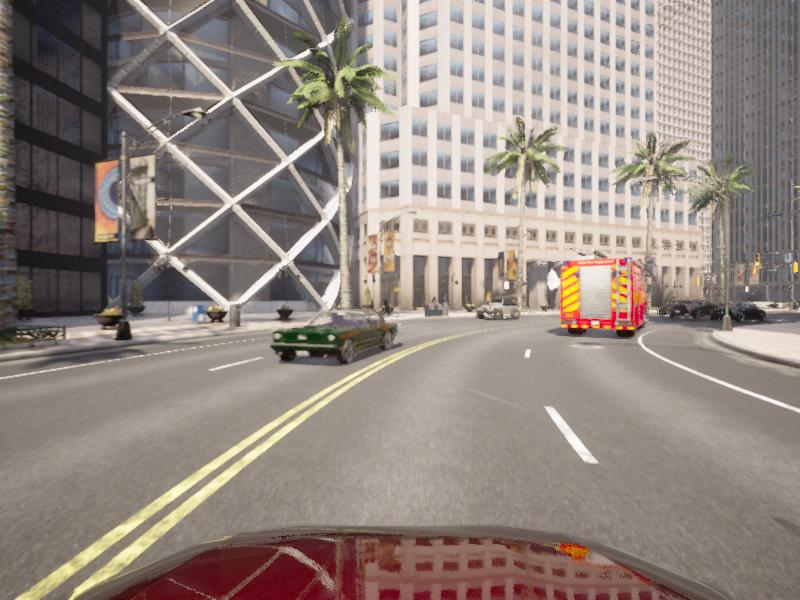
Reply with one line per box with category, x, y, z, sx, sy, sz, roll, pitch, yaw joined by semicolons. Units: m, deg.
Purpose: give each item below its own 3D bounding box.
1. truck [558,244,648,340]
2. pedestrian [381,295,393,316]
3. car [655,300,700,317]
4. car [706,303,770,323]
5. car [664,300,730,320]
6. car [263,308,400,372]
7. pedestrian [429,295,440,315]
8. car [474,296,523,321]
truck;10.595;-0.314;20.257;2.891;3.827;8.468;0;0;35
pedestrian;-1.132;0.489;35.665;0.751;1.860;0.751;0;0;-41
car;26.452;0.834;38.128;3.705;1.549;1.789;1;0;-21
car;25.281;0.921;29.928;4.181;1.385;1.994;0;0;-23
car;25.188;0.796;33.887;5.027;1.651;2.152;0;0;-21
car;-1.623;0.945;11.441;1.895;1.301;4.718;0;0;18
pedestrian;3.278;0.491;37.939;0.751;1.860;0.751;0;0;-44
car;7.896;0.652;32.019;3.866;1.878;1.905;0;0;-40
